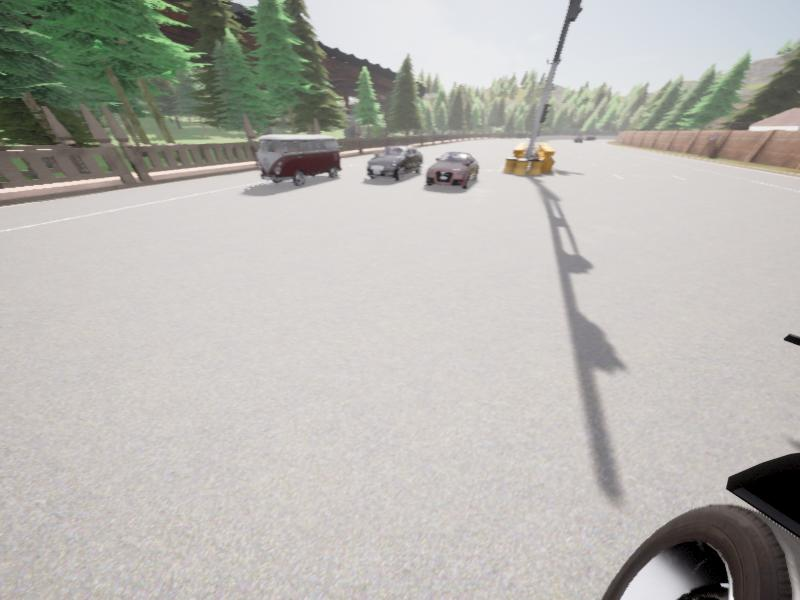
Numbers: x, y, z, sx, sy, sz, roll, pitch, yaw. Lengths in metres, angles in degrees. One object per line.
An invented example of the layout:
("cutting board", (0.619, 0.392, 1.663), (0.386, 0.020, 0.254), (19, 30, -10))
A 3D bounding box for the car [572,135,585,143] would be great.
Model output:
("car", (45.997, -41.371, 59.402), (2.038, 1.542, 4.974), (22, 41, 26))

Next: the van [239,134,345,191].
("van", (-4.924, -6.981, 11.462), (1.775, 1.987, 4.442), (15, 39, 19))

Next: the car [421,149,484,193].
("car", (2.776, -6.697, 11.736), (1.994, 1.385, 4.181), (16, 39, 19))

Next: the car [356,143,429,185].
("car", (-0.171, -7.952, 13.263), (2.128, 1.511, 4.902), (15, 39, 19))
